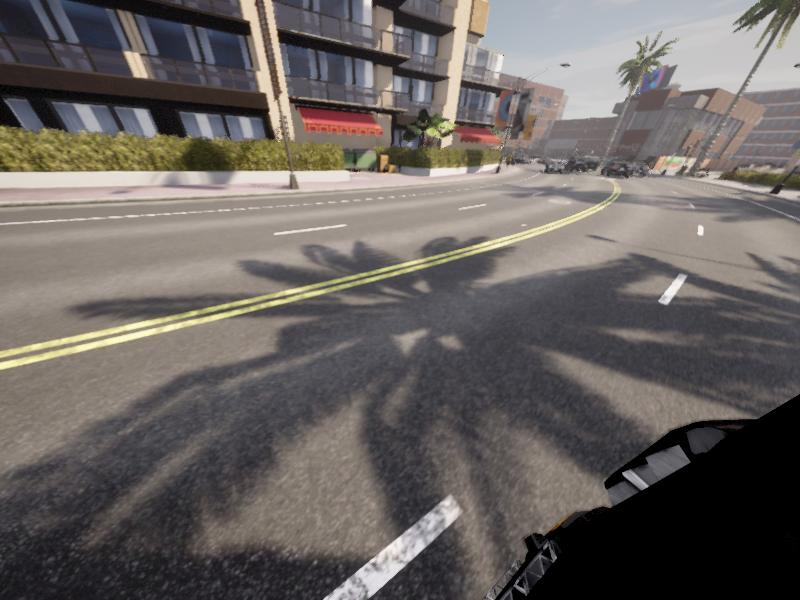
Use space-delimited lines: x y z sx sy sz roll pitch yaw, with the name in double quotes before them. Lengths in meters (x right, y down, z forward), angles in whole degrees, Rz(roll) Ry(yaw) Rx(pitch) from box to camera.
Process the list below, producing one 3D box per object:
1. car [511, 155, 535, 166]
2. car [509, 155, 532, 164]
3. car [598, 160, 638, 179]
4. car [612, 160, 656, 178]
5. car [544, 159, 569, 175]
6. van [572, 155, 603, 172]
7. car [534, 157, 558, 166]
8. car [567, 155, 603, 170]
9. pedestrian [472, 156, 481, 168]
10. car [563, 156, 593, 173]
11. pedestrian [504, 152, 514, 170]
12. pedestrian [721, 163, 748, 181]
"car" 23.834 -27.166 44.955 1.837 1.490 4.892 0 34 -4
"car" 26.448 -31.089 51.012 2.007 1.525 4.514 -5 34 -12
"car" 26.993 -16.376 28.836 2.242 1.667 4.611 16 36 19
"car" 32.085 -18.183 31.939 2.152 1.651 5.027 12 35 14
"car" 19.555 -16.767 29.086 1.970 1.475 3.806 17 36 20
"van" 30.063 -22.057 37.282 1.775 1.987 4.442 8 34 8
"car" 30.383 -28.888 48.101 1.994 1.385 4.181 -2 34 -7
"car" 34.257 -25.801 43.129 2.150 2.045 5.566 3 34 0
"pedestrian" 10.302 -18.598 31.064 0.751 1.300 0.751 18 37 22
"car" 25.444 -19.499 33.211 1.905 1.878 3.866 12 35 13
"pedestrian" 13.717 -17.480 29.091 0.751 1.860 0.751 14 35 17
"pedestrian" 39.912 -15.291 27.608 0.751 1.860 0.751 12 35 13
